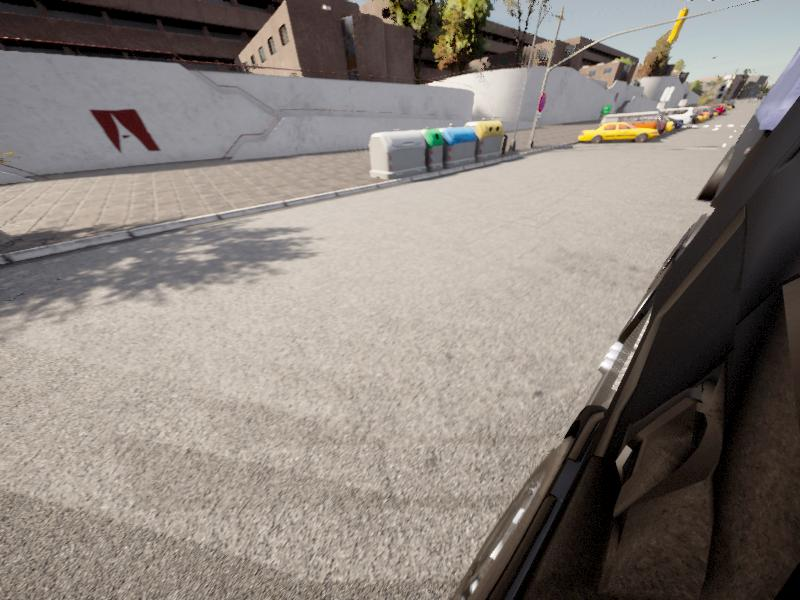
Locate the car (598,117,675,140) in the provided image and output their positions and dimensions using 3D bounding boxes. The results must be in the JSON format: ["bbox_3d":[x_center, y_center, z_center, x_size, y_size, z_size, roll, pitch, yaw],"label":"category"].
[{"bbox_3d":[22.768,-16.783,22.607,4.792,1.488,2.163,16,42,25],"label":"car"}]

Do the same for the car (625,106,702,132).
[{"bbox_3d":[31.830,-22.062,28.295,5.566,2.045,2.435,16,42,25],"label":"car"}]

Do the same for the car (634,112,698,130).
[{"bbox_3d":[34.141,-23.120,29.913,4.892,1.521,2.231,16,41,25],"label":"car"}]

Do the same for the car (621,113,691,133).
[{"bbox_3d":[29.601,-20.598,26.975,5.008,1.535,2.097,16,41,25],"label":"car"}]

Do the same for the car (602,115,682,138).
[{"bbox_3d":[24.900,-18.115,24.118,5.366,1.575,1.946,16,42,25],"label":"car"}]

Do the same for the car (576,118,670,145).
[{"bbox_3d":[18.414,-14.227,19.575,5.366,1.575,1.946,16,41,25],"label":"car"}]

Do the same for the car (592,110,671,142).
[{"bbox_3d":[20.612,-15.688,20.934,4.442,1.987,1.878,16,41,25],"label":"car"}]

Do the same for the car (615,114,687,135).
[{"bbox_3d":[27.337,-19.327,25.502,4.892,1.521,2.231,16,42,25],"label":"car"}]

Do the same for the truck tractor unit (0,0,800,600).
[{"bbox_3d":[2.645,-0.295,0.351,6.516,4.208,3.053,-28,44,-30],"label":"truck tractor unit"}]

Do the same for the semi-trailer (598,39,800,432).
[{"bbox_3d":[8.658,-3.677,4.200,14.254,4.402,2.717,-29,44,-30],"label":"semi-trailer"}]
